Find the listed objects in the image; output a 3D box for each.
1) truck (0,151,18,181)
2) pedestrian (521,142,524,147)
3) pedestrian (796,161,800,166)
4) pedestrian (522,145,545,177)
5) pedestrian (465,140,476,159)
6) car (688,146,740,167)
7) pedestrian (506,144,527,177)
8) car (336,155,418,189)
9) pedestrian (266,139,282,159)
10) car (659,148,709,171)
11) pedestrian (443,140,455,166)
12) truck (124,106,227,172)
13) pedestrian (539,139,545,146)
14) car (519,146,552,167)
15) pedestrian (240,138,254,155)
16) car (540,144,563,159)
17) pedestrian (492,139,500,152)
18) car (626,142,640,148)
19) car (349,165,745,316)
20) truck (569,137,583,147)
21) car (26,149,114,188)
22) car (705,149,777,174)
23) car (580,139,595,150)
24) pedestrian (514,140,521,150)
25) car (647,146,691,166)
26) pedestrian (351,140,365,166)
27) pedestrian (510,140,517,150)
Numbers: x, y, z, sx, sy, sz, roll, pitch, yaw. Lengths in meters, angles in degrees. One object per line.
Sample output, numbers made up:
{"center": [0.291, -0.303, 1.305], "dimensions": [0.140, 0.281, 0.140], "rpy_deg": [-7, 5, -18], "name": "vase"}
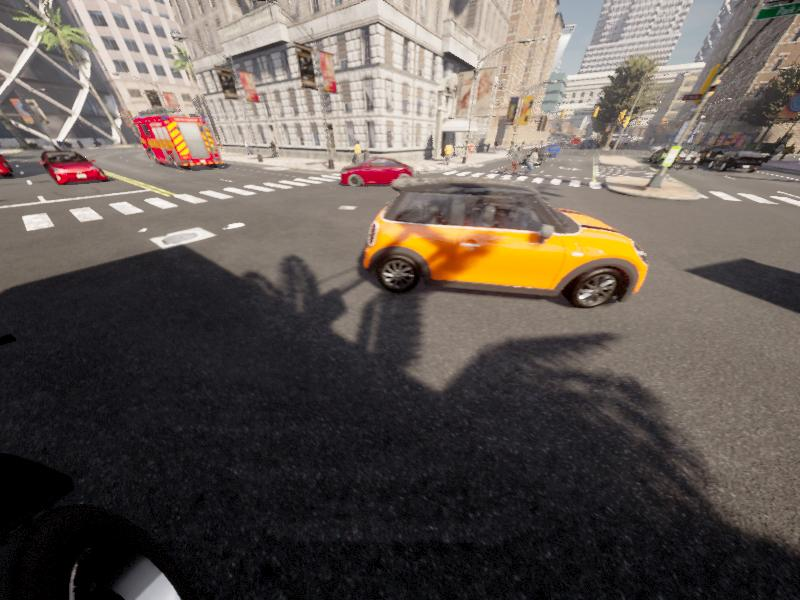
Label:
{"center": [-27.241, -9.539, 13.840], "dimensions": [8.468, 3.827, 2.891], "rpy_deg": [23, 41, 28], "name": "truck"}
{"center": [32.385, -41.029, 61.102], "dimensions": [0.500, 1.100, 0.500], "rpy_deg": [20, 40, 25], "name": "pedestrian"}
{"center": [39.425, -13.827, 21.965], "dimensions": [0.751, 1.860, 0.751], "rpy_deg": [22, 41, 28], "name": "pedestrian"}
{"center": [9.145, -9.536, 15.853], "dimensions": [0.751, 1.860, 0.751], "rpy_deg": [24, 42, 30], "name": "pedestrian"}
{"center": [8.328, -17.714, 27.170], "dimensions": [0.751, 1.860, 0.751], "rpy_deg": [20, 40, 26], "name": "pedestrian"}
{"center": [32.486, -15.005, 24.093], "dimensions": [1.851, 1.617, 3.988], "rpy_deg": [22, 40, 27], "name": "car"}
{"center": [8.078, -9.687, 16.057], "dimensions": [0.751, 1.860, 0.751], "rpy_deg": [20, 40, 25], "name": "pedestrian"}
{"center": [-1.265, -7.238, 12.962], "dimensions": [4.181, 1.385, 1.994], "rpy_deg": [-5, 36, -7], "name": "car"}
{"center": [-14.088, -16.943, 25.857], "dimensions": [0.751, 1.860, 0.751], "rpy_deg": [18, 39, 23], "name": "pedestrian"}
{"center": [25.722, -12.901, 21.091], "dimensions": [1.789, 1.549, 3.705], "rpy_deg": [22, 41, 27], "name": "car"}
{"center": [4.281, -12.883, 20.284], "dimensions": [0.751, 1.860, 0.751], "rpy_deg": [12, 37, 16], "name": "pedestrian"}
{"center": [-18.906, -13.461, 19.477], "dimensions": [8.468, 3.827, 2.891], "rpy_deg": [23, 41, 28], "name": "truck"}
{"center": [44.771, -49.681, 72.825], "dimensions": [0.751, 1.860, 0.751], "rpy_deg": [22, 41, 28], "name": "pedestrian"}
{"center": [14.011, -14.808, 23.731], "dimensions": [1.837, 1.490, 4.892], "rpy_deg": [22, 41, 27], "name": "car"}
{"center": [-19.975, -19.984, 30.108], "dimensions": [0.751, 1.860, 0.751], "rpy_deg": [22, 41, 28], "name": "pedestrian"}
{"center": [21.290, -20.909, 32.410], "dimensions": [1.882, 1.535, 5.008], "rpy_deg": [22, 40, 27], "name": "car"}
{"center": [16.757, -26.834, 40.175], "dimensions": [0.751, 1.860, 0.751], "rpy_deg": [21, 40, 26], "name": "pedestrian"}
{"center": [72.665, -48.484, 72.160], "dimensions": [2.152, 1.651, 5.027], "rpy_deg": [22, 40, 27], "name": "car"}
{"center": [1.715, -1.275, 4.173], "dimensions": [4.553, 1.767, 2.097], "rpy_deg": [5, 35, 6], "name": "car"}
{"center": [56.170, -50.444, 73.793], "dimensions": [2.627, 2.467, 5.204], "rpy_deg": [22, 40, 27], "name": "truck"}
{"center": [-18.749, -7.583, 13.144], "dimensions": [4.514, 1.525, 2.007], "rpy_deg": [22, 41, 28], "name": "car"}
{"center": [28.884, -11.951, 19.828], "dimensions": [1.837, 1.490, 4.892], "rpy_deg": [22, 40, 27], "name": "car"}
{"center": [47.008, -39.043, 57.924], "dimensions": [2.150, 2.045, 5.566], "rpy_deg": [22, 40, 27], "name": "car"}
{"center": [26.967, -35.573, 52.923], "dimensions": [0.751, 1.860, 0.751], "rpy_deg": [-29, 44, -34], "name": "pedestrian"}
{"center": [29.214, -15.815, 25.279], "dimensions": [2.007, 1.525, 4.514], "rpy_deg": [22, 40, 27], "name": "car"}
{"center": [-3.627, -12.778, 20.058], "dimensions": [0.751, 1.860, 0.751], "rpy_deg": [17, 38, 22], "name": "pedestrian"}
{"center": [25.787, -35.375, 52.631], "dimensions": [0.751, 1.860, 0.751], "rpy_deg": [23, 41, 29], "name": "pedestrian"}
